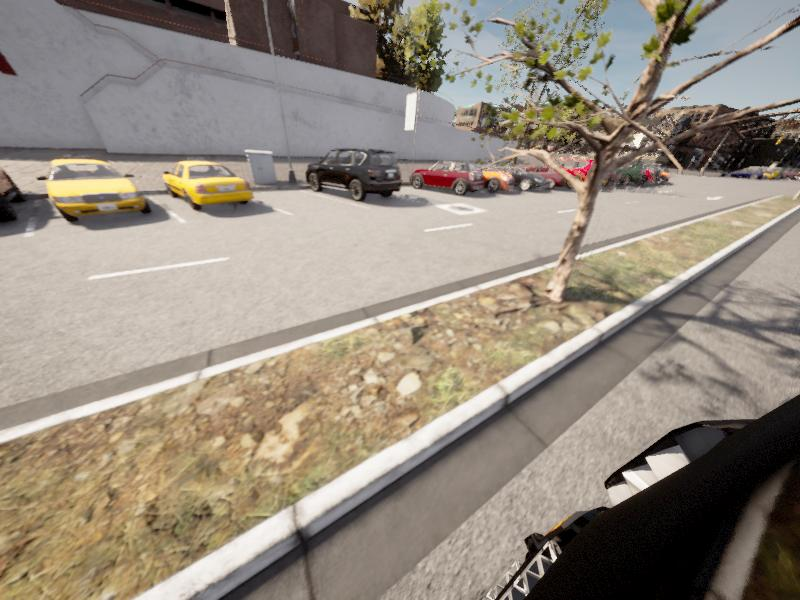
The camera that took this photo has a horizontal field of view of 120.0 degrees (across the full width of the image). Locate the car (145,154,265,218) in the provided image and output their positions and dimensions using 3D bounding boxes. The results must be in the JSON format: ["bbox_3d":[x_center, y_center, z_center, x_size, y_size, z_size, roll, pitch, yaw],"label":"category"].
[{"bbox_3d":[-7.744,-4.698,9.060,5.366,1.575,1.946,26,40,32],"label":"car"}]

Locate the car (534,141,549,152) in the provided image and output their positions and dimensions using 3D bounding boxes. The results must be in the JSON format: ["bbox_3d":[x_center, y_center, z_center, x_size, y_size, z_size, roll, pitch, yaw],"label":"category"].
[{"bbox_3d":[37.597,-40.703,61.190,1.878,1.987,4.442,32,42,28],"label":"car"}]

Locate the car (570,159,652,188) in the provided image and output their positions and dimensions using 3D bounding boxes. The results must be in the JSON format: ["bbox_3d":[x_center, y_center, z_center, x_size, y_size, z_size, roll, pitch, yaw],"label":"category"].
[{"bbox_3d":[20.965,-12.880,23.305,5.566,2.045,2.435,26,40,32],"label":"car"}]

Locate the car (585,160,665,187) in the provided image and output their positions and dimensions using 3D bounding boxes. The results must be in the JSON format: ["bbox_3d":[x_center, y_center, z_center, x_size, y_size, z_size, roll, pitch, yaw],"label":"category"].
[{"bbox_3d":[23.627,-13.581,24.589,5.566,2.045,2.435,26,39,32],"label":"car"}]

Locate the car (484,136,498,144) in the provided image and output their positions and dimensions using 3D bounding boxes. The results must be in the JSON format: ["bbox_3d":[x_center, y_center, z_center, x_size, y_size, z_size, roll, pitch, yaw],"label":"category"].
[{"bbox_3d":[28.896,-51.009,73.475,1.946,1.575,5.366,31,42,27],"label":"car"}]

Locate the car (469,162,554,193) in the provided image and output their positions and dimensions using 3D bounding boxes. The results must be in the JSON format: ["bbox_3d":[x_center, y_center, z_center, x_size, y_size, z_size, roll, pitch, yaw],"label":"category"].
[{"bbox_3d":[7.976,-9.037,16.854,4.892,1.521,2.231,26,39,32],"label":"car"}]

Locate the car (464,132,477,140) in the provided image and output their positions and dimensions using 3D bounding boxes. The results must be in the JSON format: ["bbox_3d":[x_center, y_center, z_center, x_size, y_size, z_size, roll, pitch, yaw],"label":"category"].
[{"bbox_3d":[24.277,-56.181,79.255,2.185,1.767,4.553,29,40,28],"label":"car"}]

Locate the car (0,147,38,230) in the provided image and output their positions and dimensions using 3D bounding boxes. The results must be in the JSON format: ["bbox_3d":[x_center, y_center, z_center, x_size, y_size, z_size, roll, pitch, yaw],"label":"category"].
[{"bbox_3d":[-12.757,-3.346,6.203,5.566,2.045,2.435,26,39,32],"label":"car"}]

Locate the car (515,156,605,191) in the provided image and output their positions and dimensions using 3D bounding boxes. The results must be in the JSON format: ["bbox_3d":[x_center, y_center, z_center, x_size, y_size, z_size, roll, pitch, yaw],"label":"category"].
[{"bbox_3d":[13.157,-10.710,19.359,5.566,2.045,2.435,26,40,32],"label":"car"}]

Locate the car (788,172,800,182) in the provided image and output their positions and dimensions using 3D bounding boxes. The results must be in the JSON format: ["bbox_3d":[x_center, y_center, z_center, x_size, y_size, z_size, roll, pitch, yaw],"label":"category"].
[{"bbox_3d":[74.631,-22.584,42.516,4.902,1.511,2.128,-12,36,-21],"label":"car"}]

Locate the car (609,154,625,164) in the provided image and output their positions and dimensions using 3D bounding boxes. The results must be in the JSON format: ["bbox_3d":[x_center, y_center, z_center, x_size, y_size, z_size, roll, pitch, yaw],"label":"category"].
[{"bbox_3d":[46.444,-30.160,49.444,2.002,1.452,4.674,32,42,28],"label":"car"}]

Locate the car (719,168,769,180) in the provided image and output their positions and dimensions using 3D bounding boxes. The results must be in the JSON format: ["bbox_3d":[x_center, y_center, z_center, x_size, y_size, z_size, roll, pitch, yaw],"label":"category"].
[{"bbox_3d":[62.650,-23.061,42.272,2.163,1.488,4.792,-27,43,-37],"label":"car"}]

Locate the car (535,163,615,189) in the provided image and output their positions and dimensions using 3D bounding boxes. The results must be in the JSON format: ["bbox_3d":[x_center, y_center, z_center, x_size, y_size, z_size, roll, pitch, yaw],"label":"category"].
[{"bbox_3d":[15.626,-11.286,20.894,5.366,1.575,1.946,26,40,32],"label":"car"}]

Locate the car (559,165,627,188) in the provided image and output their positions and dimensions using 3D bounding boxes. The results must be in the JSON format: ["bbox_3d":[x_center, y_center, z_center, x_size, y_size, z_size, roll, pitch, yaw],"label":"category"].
[{"bbox_3d":[18.371,-11.901,22.132,4.674,1.452,2.002,26,40,32],"label":"car"}]

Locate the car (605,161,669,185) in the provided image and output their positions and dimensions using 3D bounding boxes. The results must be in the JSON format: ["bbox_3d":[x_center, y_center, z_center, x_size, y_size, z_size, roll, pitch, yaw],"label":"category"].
[{"bbox_3d":[26.309,-14.239,25.857,4.442,1.987,1.878,26,39,32],"label":"car"}]

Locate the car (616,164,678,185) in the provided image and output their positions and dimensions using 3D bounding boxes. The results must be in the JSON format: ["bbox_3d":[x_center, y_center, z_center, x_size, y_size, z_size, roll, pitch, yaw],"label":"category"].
[{"bbox_3d":[28.866,-14.888,27.241,4.553,1.767,2.185,27,40,32],"label":"car"}]

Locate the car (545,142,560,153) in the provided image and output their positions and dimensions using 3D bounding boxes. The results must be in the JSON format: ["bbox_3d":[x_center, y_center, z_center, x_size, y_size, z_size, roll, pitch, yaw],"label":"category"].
[{"bbox_3d":[39.069,-38.970,59.190,1.878,1.987,4.442,32,42,28],"label":"car"}]

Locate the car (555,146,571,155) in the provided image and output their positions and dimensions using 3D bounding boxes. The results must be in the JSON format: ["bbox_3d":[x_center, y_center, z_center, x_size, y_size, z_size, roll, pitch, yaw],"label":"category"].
[{"bbox_3d":[40.571,-37.106,57.403,2.231,1.521,4.892,32,42,28],"label":"car"}]

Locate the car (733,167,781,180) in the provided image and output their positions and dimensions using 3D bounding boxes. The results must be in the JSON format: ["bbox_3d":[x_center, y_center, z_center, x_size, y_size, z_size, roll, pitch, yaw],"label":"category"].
[{"bbox_3d":[68.167,-24.279,44.270,2.185,1.767,4.553,-26,42,-37],"label":"car"}]

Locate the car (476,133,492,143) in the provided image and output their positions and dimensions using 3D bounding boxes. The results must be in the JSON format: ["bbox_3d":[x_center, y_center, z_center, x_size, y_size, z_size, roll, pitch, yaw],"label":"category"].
[{"bbox_3d":[27.294,-52.845,75.168,2.435,2.045,5.566,31,42,27],"label":"car"}]

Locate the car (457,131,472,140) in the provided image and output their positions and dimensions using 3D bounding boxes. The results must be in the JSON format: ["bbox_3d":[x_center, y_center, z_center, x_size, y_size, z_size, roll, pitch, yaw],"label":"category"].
[{"bbox_3d":[22.751,-57.854,81.153,2.435,2.045,5.566,27,38,30],"label":"car"}]

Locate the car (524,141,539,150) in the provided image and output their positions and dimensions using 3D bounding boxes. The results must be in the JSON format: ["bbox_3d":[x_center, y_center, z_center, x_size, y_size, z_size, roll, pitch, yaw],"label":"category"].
[{"bbox_3d":[36.294,-42.377,63.523,1.946,1.575,5.366,32,42,28],"label":"car"}]

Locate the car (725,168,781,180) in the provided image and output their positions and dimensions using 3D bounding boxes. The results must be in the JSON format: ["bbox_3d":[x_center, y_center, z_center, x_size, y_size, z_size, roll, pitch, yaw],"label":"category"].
[{"bbox_3d":[65.562,-23.506,43.105,1.946,1.575,5.366,-26,43,-38],"label":"car"}]

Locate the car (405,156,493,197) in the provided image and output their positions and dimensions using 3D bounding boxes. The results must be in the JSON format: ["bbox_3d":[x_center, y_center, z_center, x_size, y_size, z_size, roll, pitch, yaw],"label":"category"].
[{"bbox_3d":[2.813,-7.667,14.128,4.553,1.767,2.185,26,40,32],"label":"car"}]

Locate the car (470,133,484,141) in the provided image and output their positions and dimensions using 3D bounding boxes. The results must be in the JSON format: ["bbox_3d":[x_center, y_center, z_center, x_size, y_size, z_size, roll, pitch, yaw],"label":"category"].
[{"bbox_3d":[25.751,-54.480,77.235,2.185,1.767,4.553,31,41,27],"label":"car"}]

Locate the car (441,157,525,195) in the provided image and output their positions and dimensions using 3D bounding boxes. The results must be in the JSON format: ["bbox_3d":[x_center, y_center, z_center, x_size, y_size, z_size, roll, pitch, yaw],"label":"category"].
[{"bbox_3d":[5.364,-8.424,15.482,4.553,1.767,2.185,26,39,32],"label":"car"}]

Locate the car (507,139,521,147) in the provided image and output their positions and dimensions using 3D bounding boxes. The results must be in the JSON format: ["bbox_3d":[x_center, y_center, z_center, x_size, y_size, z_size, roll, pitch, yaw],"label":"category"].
[{"bbox_3d":[33.219,-45.732,67.420,2.002,1.452,4.674,32,42,28],"label":"car"}]

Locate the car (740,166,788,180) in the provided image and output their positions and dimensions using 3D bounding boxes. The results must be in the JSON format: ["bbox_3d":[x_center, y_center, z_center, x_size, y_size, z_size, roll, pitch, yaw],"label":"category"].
[{"bbox_3d":[71.033,-24.874,45.218,1.878,1.987,4.442,-26,42,-37],"label":"car"}]

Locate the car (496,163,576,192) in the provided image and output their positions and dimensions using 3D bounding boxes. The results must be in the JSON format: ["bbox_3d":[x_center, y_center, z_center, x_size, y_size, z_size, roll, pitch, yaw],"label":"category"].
[{"bbox_3d":[10.547,-9.747,18.193,4.792,1.488,2.163,26,40,32],"label":"car"}]

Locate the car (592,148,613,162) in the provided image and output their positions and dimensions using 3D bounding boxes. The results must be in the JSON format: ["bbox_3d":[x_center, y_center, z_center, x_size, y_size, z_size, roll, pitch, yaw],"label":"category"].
[{"bbox_3d":[45.024,-32.131,51.284,2.435,2.045,5.566,32,42,28],"label":"car"}]

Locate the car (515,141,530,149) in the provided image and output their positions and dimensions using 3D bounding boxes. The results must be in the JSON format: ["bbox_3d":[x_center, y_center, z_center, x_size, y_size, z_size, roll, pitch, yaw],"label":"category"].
[{"bbox_3d":[34.704,-44.002,65.426,2.002,1.452,4.674,32,42,27],"label":"car"}]

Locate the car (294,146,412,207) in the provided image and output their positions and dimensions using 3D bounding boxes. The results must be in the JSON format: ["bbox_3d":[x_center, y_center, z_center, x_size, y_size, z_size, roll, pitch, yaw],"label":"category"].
[{"bbox_3d":[-2.424,-6.324,11.461,5.566,2.045,2.435,26,40,32],"label":"car"}]

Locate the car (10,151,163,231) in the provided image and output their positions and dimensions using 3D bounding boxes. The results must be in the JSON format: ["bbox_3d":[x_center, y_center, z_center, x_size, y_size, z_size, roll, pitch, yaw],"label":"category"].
[{"bbox_3d":[-10.050,-3.822,7.560,5.366,1.575,1.946,26,39,32],"label":"car"}]
